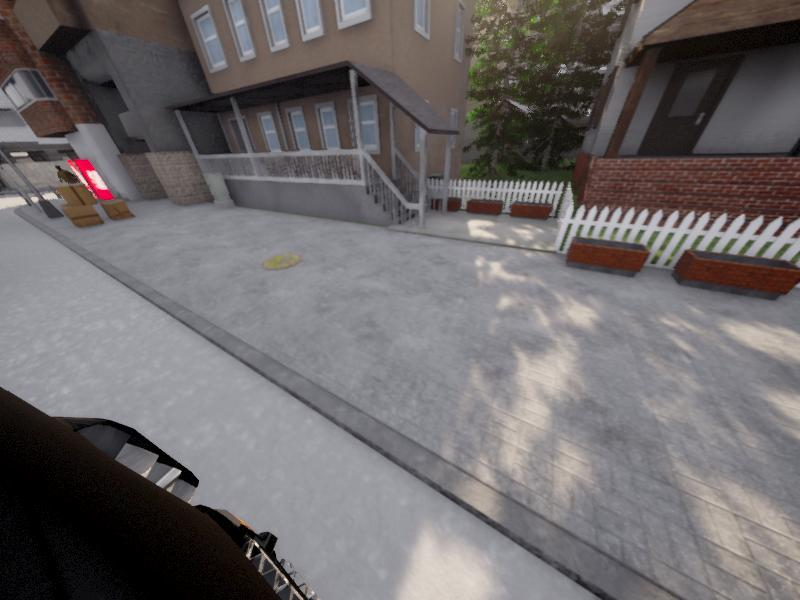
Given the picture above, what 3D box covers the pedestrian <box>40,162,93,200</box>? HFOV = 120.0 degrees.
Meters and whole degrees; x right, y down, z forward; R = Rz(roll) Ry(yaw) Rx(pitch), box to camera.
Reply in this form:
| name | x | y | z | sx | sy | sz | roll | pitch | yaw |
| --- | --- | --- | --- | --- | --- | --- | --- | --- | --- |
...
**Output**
| name | x | y | z | sx | sy | sz | roll | pitch | yaw |
| --- | --- | --- | --- | --- | --- | --- | --- | --- | --- |
| pedestrian | -19.631 | -7.028 | 13.682 | 0.751 | 1.860 | 0.751 | -14 | 35 | -16 |
